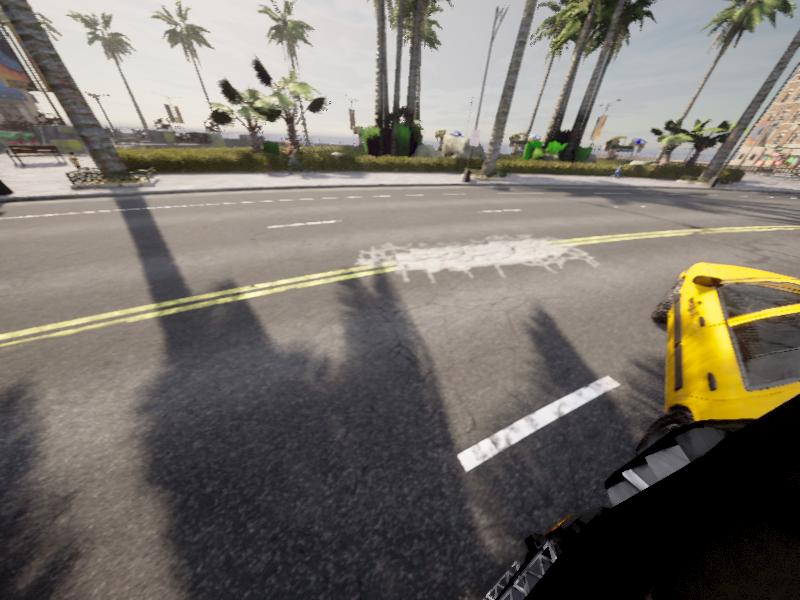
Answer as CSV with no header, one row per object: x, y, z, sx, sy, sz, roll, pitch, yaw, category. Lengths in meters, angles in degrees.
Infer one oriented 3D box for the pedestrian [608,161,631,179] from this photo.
19.259,-11.411,20.309,0.751,1.300,0.751,-2,35,-7,pedestrian

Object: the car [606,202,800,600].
3.490,0.612,1.762,1.801,1.575,5.366,31,44,34,car

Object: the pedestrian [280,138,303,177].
-6.286,-8.237,13.397,0.751,1.860,0.751,-14,38,-23,pedestrian

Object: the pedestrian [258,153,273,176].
-7.868,-7.926,13.507,0.500,1.100,0.500,-15,38,-24,pedestrian

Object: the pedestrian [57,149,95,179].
-14.479,-6.082,10.355,0.500,1.100,0.500,-26,43,-35,pedestrian
